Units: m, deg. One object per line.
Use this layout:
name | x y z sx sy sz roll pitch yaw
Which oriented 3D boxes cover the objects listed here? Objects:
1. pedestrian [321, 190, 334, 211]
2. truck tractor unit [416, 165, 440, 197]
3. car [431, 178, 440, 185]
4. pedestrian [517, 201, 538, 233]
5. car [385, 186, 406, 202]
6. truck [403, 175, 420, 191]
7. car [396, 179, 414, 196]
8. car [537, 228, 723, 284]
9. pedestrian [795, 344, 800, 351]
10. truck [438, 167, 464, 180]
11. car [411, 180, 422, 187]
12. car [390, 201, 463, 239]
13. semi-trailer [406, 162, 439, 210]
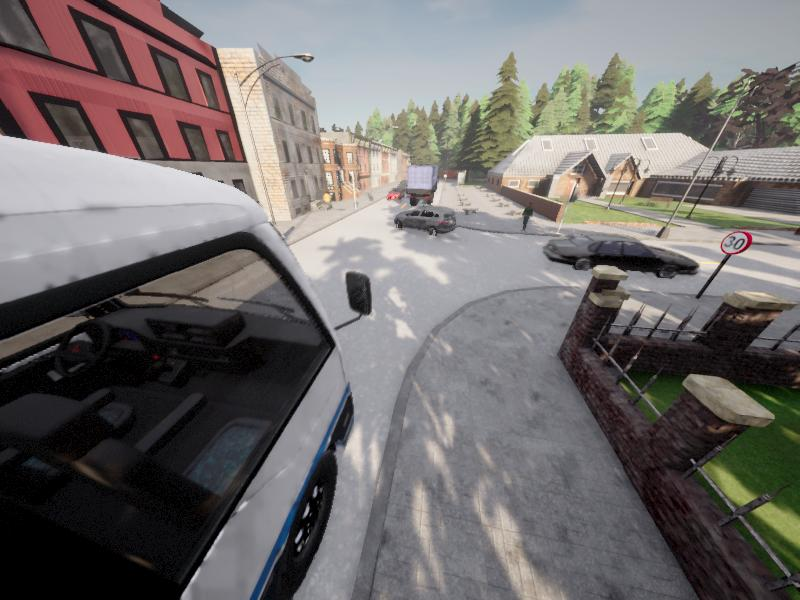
pedestrian | -7.267 -9.975 23.165 0.751 1.860 0.751 6 31 10
truck tractor unit | 4.557 -18.887 36.485 3.053 4.208 6.516 5 30 9
car | 9.376 -31.135 60.540 2.033 1.411 5.357 5 30 9
pedestrian | 8.614 -5.626 15.617 0.751 1.860 0.751 17 34 26
car | -0.536 -14.777 32.073 2.007 1.525 4.514 5 30 9
truck | 2.385 -23.415 46.091 2.627 2.467 5.204 5 30 9
car | 0.881 -19.039 38.936 2.150 2.045 5.566 5 30 9
car | 9.438 -2.086 10.226 5.357 1.411 2.033 8 31 13
pedestrian | 9.913 0.864 5.154 0.500 1.100 0.500 5 30 9
truck | 18.142 -45.271 82.597 8.468 3.827 2.891 -2 30 -3
car | 3.796 -26.830 53.181 1.895 1.301 4.718 5 30 8
car | 1.728 -5.785 16.358 4.611 1.667 2.242 24 38 35
semi-trailer | 3.187 -15.070 29.683 2.717 4.402 14.254 5 30 9
